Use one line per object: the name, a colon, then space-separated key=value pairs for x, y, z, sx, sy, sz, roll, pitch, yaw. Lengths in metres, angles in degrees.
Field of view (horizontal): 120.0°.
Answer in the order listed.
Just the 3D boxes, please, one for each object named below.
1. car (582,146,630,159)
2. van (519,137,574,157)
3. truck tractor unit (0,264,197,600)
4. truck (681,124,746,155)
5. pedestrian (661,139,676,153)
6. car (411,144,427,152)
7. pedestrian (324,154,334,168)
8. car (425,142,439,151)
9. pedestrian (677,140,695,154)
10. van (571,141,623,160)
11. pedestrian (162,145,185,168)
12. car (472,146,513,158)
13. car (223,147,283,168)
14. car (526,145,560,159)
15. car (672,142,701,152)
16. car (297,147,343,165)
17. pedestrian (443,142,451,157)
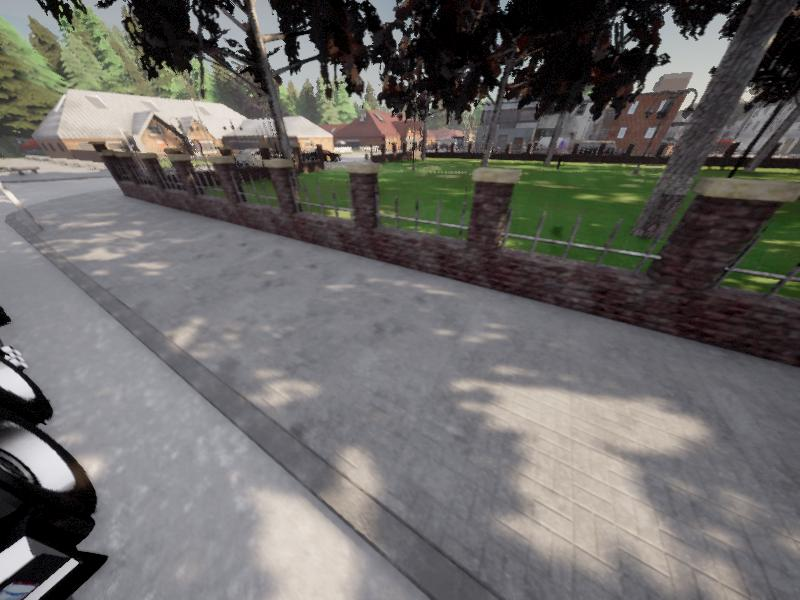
car: x=28.413 y=-20.491 z=32.040 sx=4.718 sy=1.301 sz=1.895 roll=20 pitch=40 yaw=27
van: x=22.070 y=-23.260 z=35.092 sx=6.366 sy=2.431 sz=2.351 roll=18 pitch=39 yaw=24
truck tractor unit: x=-5.120 y=-0.290 z=0.785 sx=6.516 sy=4.208 sz=3.053 roll=18 pitch=39 yaw=24
truck: x=52.159 y=-27.003 z=38.944 sx=2.891 sy=3.827 sz=8.468 roll=18 pitch=39 yaw=25
pedestrian: x=46.172 y=-26.493 z=39.752 sx=0.751 sy=1.860 sz=0.751 roll=18 pitch=39 yaw=24
car: x=4.454 y=-34.855 z=52.863 sx=1.994 sy=1.385 sz=4.181 roll=18 pitch=39 yaw=24
pedestrian: x=-6.748 y=-13.213 z=21.883 sx=0.500 sy=1.100 sz=0.500 roll=18 pitch=39 yaw=25
car: x=7.937 y=-38.455 z=57.793 sx=1.851 sy=1.617 sz=3.988 roll=18 pitch=39 yaw=25
pedestrian: x=43.956 y=-23.525 z=35.508 sx=0.751 sy=1.860 sz=0.751 roll=12 pitch=37 yaw=18
van: x=25.156 y=-19.287 z=29.737 sx=4.442 sy=1.987 sz=1.775 roll=17 pitch=38 yaw=23
pedestrian: x=-22.128 y=-14.087 z=22.615 sx=0.751 sy=1.860 sz=0.751 roll=19 pitch=39 yaw=26
car: x=14.153 y=-22.841 z=35.475 sx=5.357 sy=1.411 sz=2.033 roll=19 pitch=39 yaw=26
car: x=-15.423 y=-15.239 z=24.608 sx=2.242 sy=1.667 sz=4.611 roll=19 pitch=39 yaw=25
car: x=19.997 y=-20.831 z=32.408 sx=3.633 sy=1.501 sz=1.845 roll=17 pitch=39 yaw=23
car: x=56.393 y=-30.248 z=45.590 sx=2.128 sy=1.511 sz=4.902 roll=18 pitch=39 yaw=25
car: x=-9.164 y=-16.918 z=27.075 sx=1.882 sy=1.535 sz=5.008 roll=18 pitch=39 yaw=25
pedestrian: x=6.866 y=-21.888 z=33.548 sx=0.751 sy=1.860 sz=0.751 roll=18 pitch=39 yaw=24
